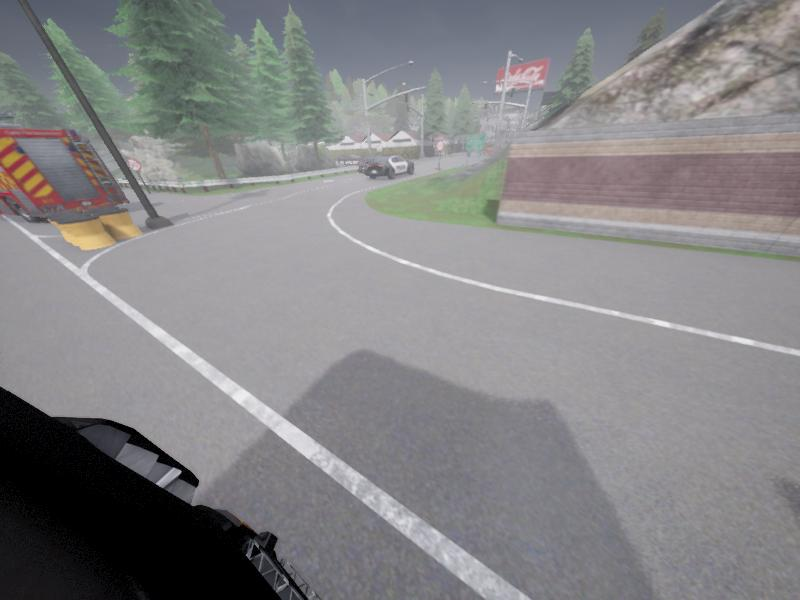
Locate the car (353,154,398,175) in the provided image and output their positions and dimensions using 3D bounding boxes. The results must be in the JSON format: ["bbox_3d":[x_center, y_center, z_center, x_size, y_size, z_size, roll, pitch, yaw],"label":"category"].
[{"bbox_3d":[-2.131,-12.661,21.525,1.994,1.385,4.181,16,38,26],"label":"car"}]

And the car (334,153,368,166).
[{"bbox_3d":[-7.560,-21.686,35.734,4.792,1.488,2.163,16,38,26],"label":"car"}]

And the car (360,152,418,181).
[{"bbox_3d":[-0.613,-10.352,17.796,2.038,1.542,4.974,16,38,26],"label":"car"}]

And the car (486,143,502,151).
[{"bbox_3d":[25.318,-41.114,62.114,4.892,1.490,1.837,-29,43,-33],"label":"car"}]

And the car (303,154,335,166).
[{"bbox_3d":[-13.597,-23.455,38.793,5.008,1.535,1.882,16,38,26],"label":"car"}]

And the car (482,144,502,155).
[{"bbox_3d":[17.258,-28.222,43.320,2.242,1.667,4.611,17,38,25],"label":"car"}]

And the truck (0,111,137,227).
[{"bbox_3d":[-18.037,-5.951,10.777,8.468,3.827,2.891,8,35,15],"label":"truck"}]
